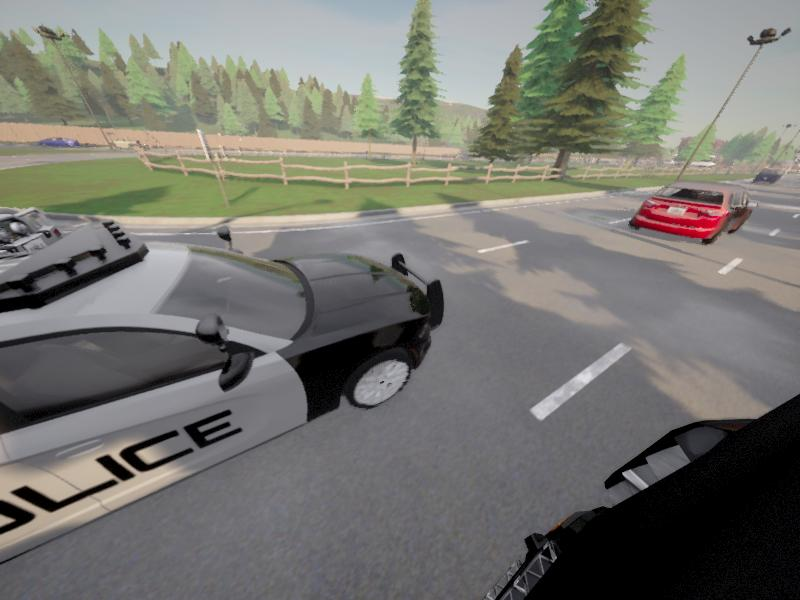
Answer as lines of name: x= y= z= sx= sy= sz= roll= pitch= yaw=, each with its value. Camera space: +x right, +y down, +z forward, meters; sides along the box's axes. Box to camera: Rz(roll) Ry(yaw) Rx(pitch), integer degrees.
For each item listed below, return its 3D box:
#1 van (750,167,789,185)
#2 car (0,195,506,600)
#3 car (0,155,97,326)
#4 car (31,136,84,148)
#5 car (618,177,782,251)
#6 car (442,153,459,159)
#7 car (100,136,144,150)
van: x=51.661 y=-17.334 z=32.269 sx=4.442 sy=1.987 sz=1.775 roll=-16 pitch=38 yaw=-26
car: x=-1.903 y=0.307 z=1.898 sx=5.238 sy=1.638 sz=1.930 roll=-16 pitch=38 yaw=-26
car: x=-7.485 y=-0.419 z=2.384 sx=4.605 sy=1.855 sz=1.932 roll=-16 pitch=38 yaw=-26
car: x=-57.793 y=-26.734 z=39.144 sx=4.514 sy=1.525 sz=2.007 roll=-16 pitch=38 yaw=-26
car: x=10.596 y=-3.286 z=8.234 sx=4.611 sy=1.667 sz=2.242 roll=-16 pitch=38 yaw=-26
car: x=16.061 y=-45.757 z=73.371 sx=4.792 sy=1.488 sz=2.163 roll=-16 pitch=38 yaw=-26
car: x=-50.949 y=-28.876 z=42.510 sx=4.605 sy=1.855 sz=1.932 roll=-16 pitch=38 yaw=-26
